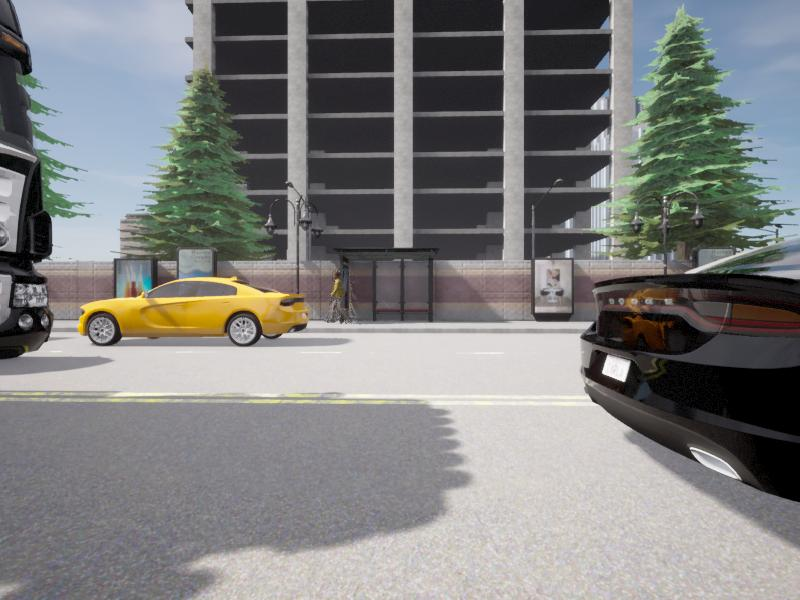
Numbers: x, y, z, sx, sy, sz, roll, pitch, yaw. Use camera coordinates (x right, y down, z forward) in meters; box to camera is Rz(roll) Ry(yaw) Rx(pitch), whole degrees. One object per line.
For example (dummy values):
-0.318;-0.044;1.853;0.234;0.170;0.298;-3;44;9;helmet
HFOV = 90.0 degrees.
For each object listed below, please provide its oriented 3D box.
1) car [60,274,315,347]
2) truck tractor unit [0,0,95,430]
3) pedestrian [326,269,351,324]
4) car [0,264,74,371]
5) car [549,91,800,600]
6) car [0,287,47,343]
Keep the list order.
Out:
-4.699;0.223;9.380;5.008;1.535;1.882;0;0;2;car
-6.257;-1.116;2.426;6.516;4.208;3.053;0;0;2;truck tractor unit
-2.103;-0.115;13.799;0.751;1.860;0.751;0;0;-2;pedestrian
-8.035;0.245;5.980;4.892;1.490;1.837;0;0;2;car
3.773;0.171;2.126;5.238;1.638;1.930;0;0;2;car
-11.627;0.344;9.590;4.718;1.301;1.895;0;0;2;car
